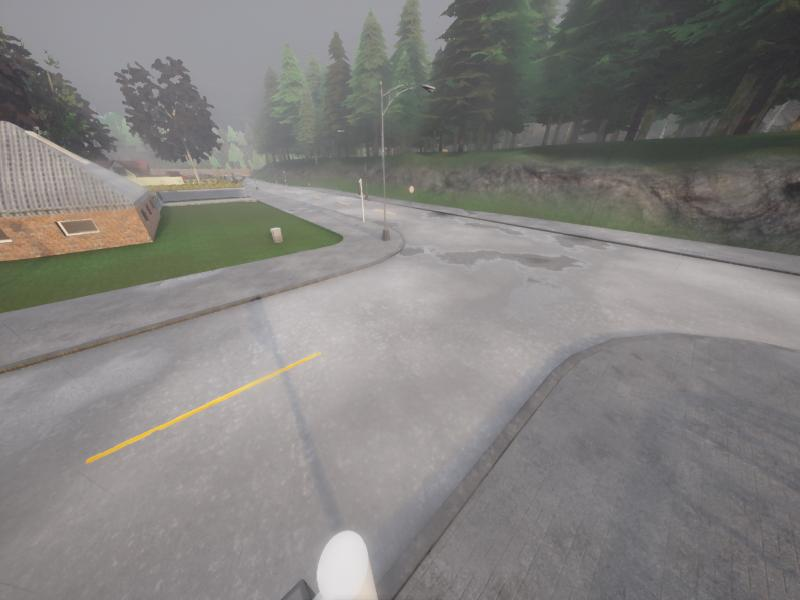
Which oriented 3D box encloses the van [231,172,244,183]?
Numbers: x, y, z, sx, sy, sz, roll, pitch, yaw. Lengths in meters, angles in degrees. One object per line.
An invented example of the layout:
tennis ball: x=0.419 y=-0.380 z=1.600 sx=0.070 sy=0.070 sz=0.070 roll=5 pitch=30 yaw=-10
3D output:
van: x=-49.396 y=-37.255 z=70.158 sx=1.988 sy=2.561 sz=5.915 roll=-23 pitch=37 yaw=-34
